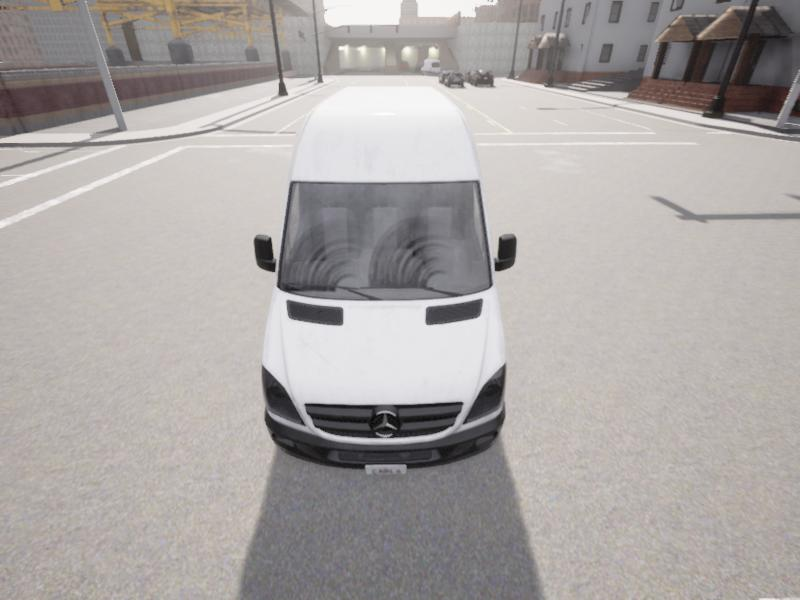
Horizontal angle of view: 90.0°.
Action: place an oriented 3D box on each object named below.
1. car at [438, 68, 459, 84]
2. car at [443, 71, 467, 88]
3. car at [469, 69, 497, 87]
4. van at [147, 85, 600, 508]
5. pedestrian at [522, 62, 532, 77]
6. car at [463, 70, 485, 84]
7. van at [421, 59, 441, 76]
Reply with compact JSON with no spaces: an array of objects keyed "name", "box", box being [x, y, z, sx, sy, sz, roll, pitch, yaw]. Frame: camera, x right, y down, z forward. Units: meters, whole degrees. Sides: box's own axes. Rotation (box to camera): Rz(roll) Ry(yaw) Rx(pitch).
[{"name":"car","box":[6.210,-29.175,52.139,1.930,1.638,5.238,-1,31,-2]},{"name":"car","box":[6.290,-25.446,46.110,2.007,1.525,4.514,0,31,-1]},{"name":"car","box":[9.768,-26.352,47.461,2.242,1.667,4.611,0,31,0]},{"name":"van","box":[-0.145,-1.038,4.950,1.988,2.561,5.915,0,31,-1]},{"name":"pedestrian","box":[18.802,-34.124,59.251,0.751,1.860,0.751,-6,32,-11]},{"name":"car","box":[9.807,-29.762,53.294,1.812,1.442,4.674,-1,31,-2]},{"name":"van","box":[5.704,-43.123,74.198,1.988,2.561,5.915,-7,32,-12]}]
